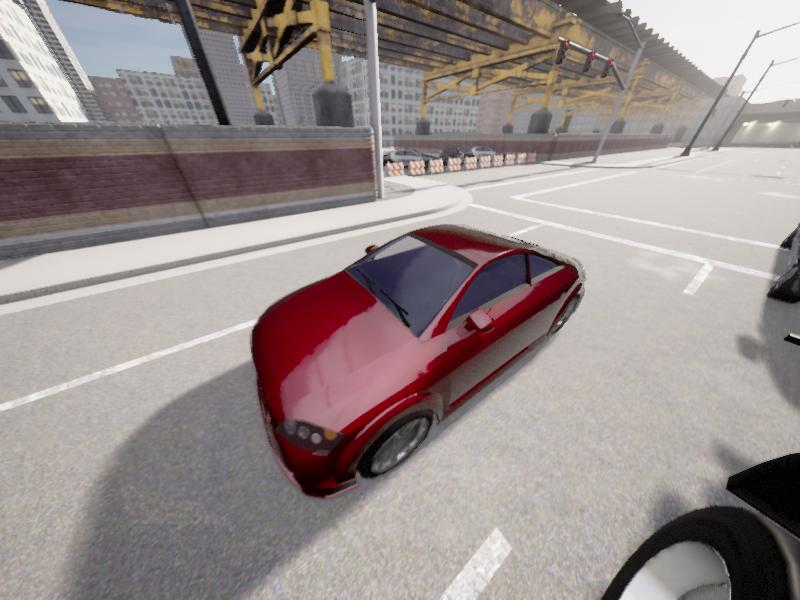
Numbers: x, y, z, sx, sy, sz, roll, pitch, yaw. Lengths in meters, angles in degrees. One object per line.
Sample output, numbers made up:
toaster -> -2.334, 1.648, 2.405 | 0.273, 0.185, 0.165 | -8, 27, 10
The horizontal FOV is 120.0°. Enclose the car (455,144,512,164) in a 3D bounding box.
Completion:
car -> 8.591, -15.201, 23.989 | 4.974, 1.542, 2.038 | -4, 35, -5

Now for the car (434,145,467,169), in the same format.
car -> 4.638, -13.043, 20.966 | 2.038, 1.542, 4.974 | 11, 37, 15

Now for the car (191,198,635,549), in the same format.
car -> 0.466, -0.059, 2.795 | 4.181, 1.385, 1.994 | -22, 41, -28

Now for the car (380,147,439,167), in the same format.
car -> 0.810, -11.638, 18.733 | 4.536, 1.218, 1.853 | 5, 36, 7

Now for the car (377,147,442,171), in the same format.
car -> 0.862, -11.505, 18.818 | 4.974, 1.542, 2.038 | 5, 36, 7

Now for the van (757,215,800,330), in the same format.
van -> 8.447, -1.317, 3.495 | 5.915, 2.561, 1.988 | -22, 41, -28

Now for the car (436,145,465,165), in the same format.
car -> 4.653, -13.200, 20.915 | 1.853, 1.218, 4.536 | 11, 37, 15

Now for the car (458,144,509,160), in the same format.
car -> 8.539, -15.326, 23.894 | 4.536, 1.218, 1.853 | -4, 35, -5
